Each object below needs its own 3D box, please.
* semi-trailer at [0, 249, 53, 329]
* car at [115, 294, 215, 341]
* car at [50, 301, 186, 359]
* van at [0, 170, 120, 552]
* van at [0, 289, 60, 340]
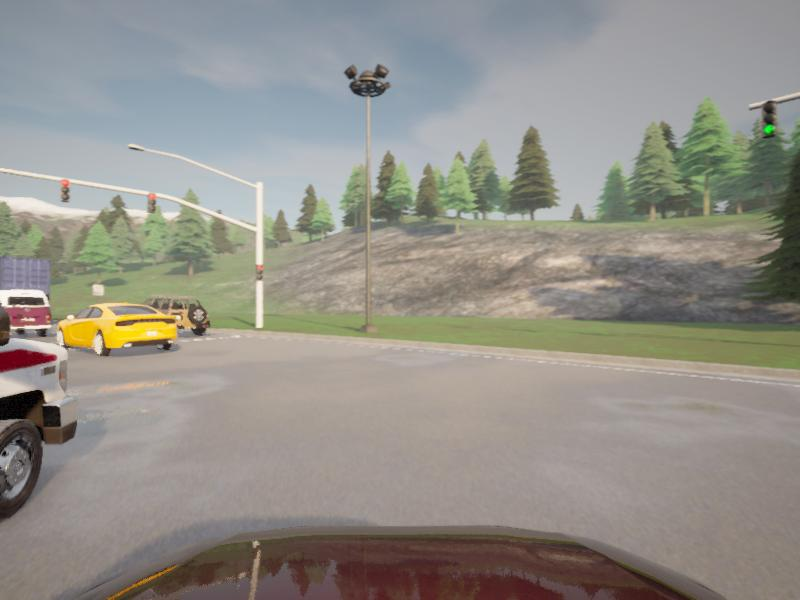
[{"bbox_3d":[-28.677,-0.549,24.809,14.254,4.402,2.717,0,0,12],"label":"semi-trailer"},{"bbox_3d":[-10.605,0.693,17.945,4.605,1.855,1.932,0,0,32],"label":"car"},{"bbox_3d":[-9.168,0.853,12.855,5.008,1.535,1.882,-1,-1,34],"label":"car"},{"bbox_3d":[-3.591,0.383,0.494,2.351,2.431,6.366,0,0,-4],"label":"van"},{"bbox_3d":[-17.340,0.612,17.744,4.480,2.038,2.069,-1,-1,31],"label":"van"}]
